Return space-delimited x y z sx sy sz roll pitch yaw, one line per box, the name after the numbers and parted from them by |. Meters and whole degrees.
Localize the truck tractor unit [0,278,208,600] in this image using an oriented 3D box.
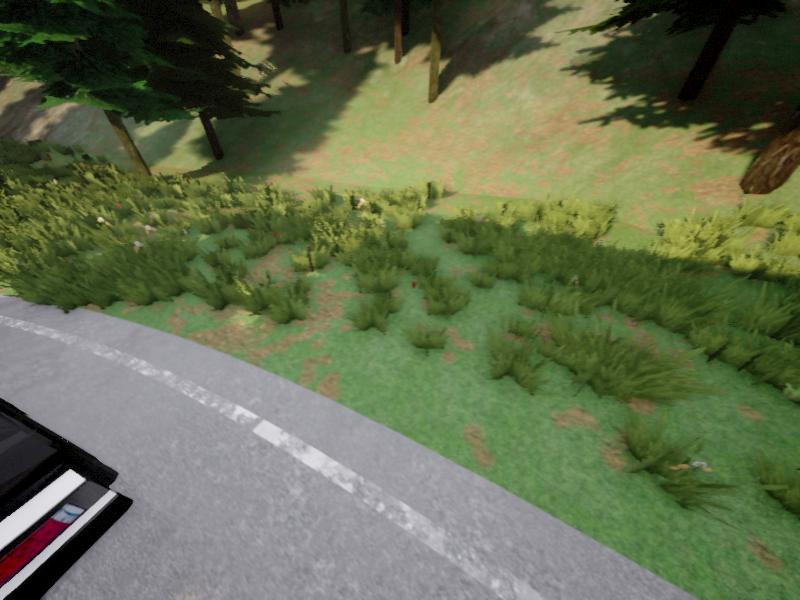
-5.272 -0.097 0.521 6.516 4.208 3.053 11 37 16 | truck tractor unit
